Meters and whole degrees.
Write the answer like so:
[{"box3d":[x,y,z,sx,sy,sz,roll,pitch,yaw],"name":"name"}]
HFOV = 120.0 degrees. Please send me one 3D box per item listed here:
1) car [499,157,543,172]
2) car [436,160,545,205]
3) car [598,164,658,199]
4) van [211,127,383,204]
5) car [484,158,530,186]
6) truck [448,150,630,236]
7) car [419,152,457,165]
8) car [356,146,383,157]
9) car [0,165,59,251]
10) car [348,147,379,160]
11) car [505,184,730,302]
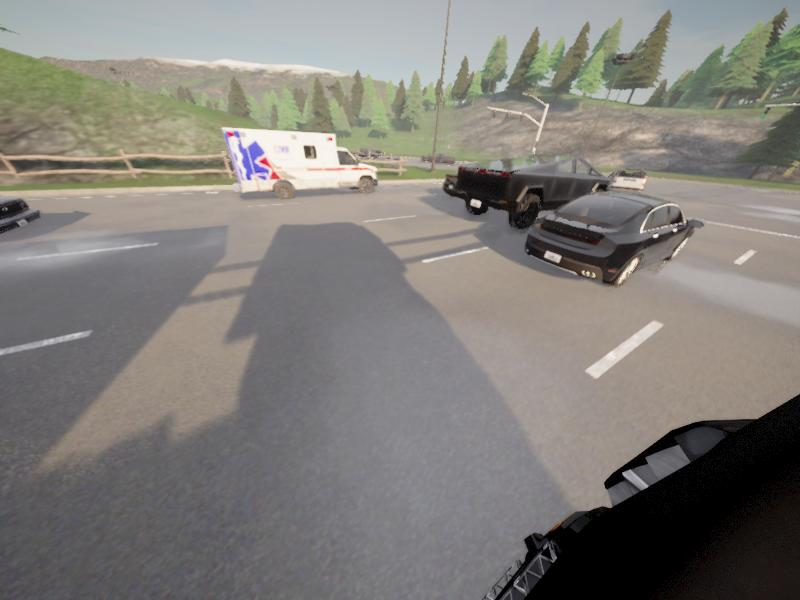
[{"box3d":[16.245,-18.358,31.232,1.895,1.301,4.718,-20,40,-30],"name":"car"},{"box3d":[4.642,-6.102,11.839,5.238,1.638,1.930,-16,38,-26],"name":"car"},{"box3d":[15.158,-8.146,15.657,1.851,1.617,3.988,21,38,24],"name":"car"},{"box3d":[-4.154,-6.136,10.564,6.366,2.431,2.351,-16,38,-26],"name":"van"},{"box3d":[8.469,-10.192,18.235,1.851,1.617,3.988,26,40,30],"name":"car"},{"box3d":[5.139,-4.173,8.587,6.274,2.098,2.390,-16,38,-26],"name":"truck"},{"box3d":[5.787,-21.643,35.304,5.357,1.411,2.033,28,41,32],"name":"car"},{"box3d":[-6.456,-31.258,48.549,5.238,1.638,1.930,16,35,18],"name":"car"},{"box3d":[-11.121,-1.469,4.045,5.357,1.411,2.033,-16,38,-26],"name":"car"},{"box3d":[-6.118,-24.530,38.639,5.008,1.535,1.882,19,36,22],"name":"car"},{"box3d":[5.065,-1.657,5.377,4.892,1.490,1.837,-16,38,-25],"name":"car"}]
